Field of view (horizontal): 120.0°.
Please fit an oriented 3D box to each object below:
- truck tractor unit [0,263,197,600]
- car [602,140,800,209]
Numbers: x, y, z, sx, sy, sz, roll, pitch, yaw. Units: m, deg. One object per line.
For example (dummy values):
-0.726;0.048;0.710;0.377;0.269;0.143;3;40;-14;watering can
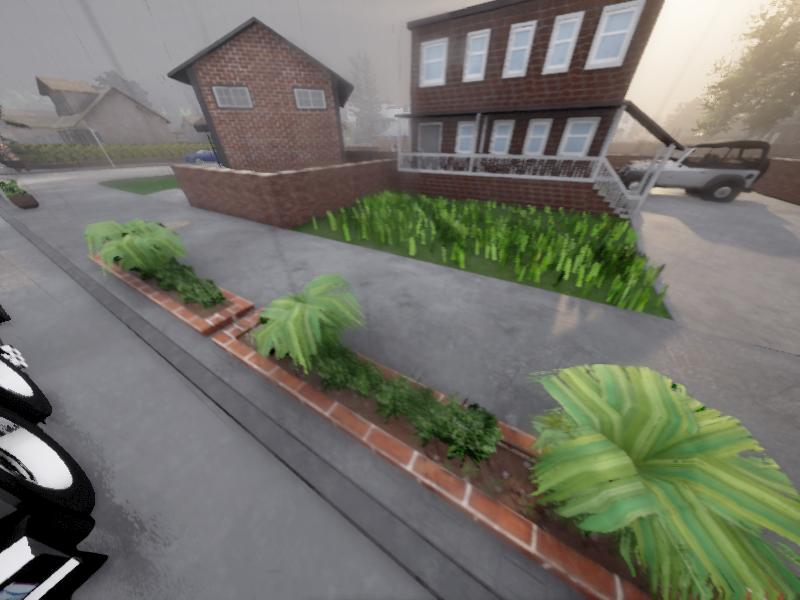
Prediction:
-5.116;-0.295;0.782;6.516;4.208;3.053;18;39;24;truck tractor unit
10.449;-4.792;8.561;3.866;1.878;1.905;18;39;24;car
